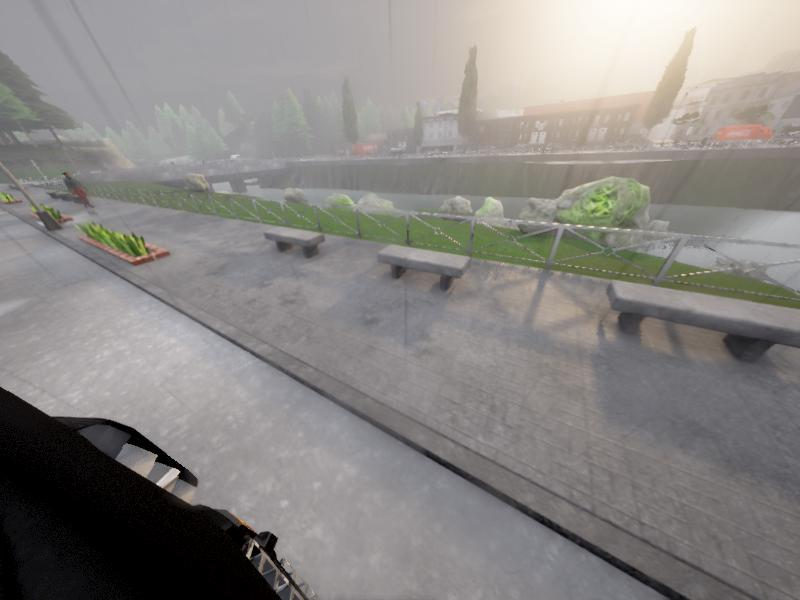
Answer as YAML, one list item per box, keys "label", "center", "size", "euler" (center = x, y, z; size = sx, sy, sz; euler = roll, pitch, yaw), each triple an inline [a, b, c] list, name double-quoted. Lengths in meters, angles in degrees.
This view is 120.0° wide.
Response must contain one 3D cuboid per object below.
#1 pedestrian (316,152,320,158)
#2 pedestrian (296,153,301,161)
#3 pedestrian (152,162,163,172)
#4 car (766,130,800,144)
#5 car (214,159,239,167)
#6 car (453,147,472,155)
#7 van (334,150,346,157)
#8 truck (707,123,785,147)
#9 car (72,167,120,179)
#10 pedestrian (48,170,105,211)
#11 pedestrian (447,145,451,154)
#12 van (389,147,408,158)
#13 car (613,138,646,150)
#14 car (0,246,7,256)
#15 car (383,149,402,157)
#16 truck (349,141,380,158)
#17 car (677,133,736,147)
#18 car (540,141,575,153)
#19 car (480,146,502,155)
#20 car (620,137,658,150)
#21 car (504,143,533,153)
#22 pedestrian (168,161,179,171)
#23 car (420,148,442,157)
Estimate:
- label: "pedestrian"
  center: [-30.787, -54.395, 86.905]
  size: [0.751, 1.860, 0.751]
  euler: [14, 37, 24]
- label: "pedestrian"
  center: [-29.848, -42.017, 67.956]
  size: [0.751, 1.860, 0.751]
  euler: [-4, 33, -2]
- label: "pedestrian"
  center: [-49.079, -26.926, 46.768]
  size: [0.751, 1.860, 0.751]
  euler: [20, 40, 31]
- label: "car"
  center: [58.110, -23.711, 33.484]
  size: [4.856, 1.649, 2.033]
  euler: [16, 38, 27]
- label: "car"
  center: [-46.889, -37.046, 62.389]
  size: [2.242, 1.667, 4.611]
  euler: [16, 38, 26]
- label: "car"
  center: [14.989, -35.674, 55.249]
  size: [3.806, 1.475, 1.970]
  euler: [16, 38, 26]
- label: "van"
  center: [-24.455, -59.815, 94.446]
  size: [2.069, 2.038, 4.480]
  euler: [16, 38, 26]
- label: "truck"
  center: [49.953, -23.866, 33.632]
  size: [5.204, 2.467, 2.627]
  euler: [16, 38, 26]
- label: "car"
  center: [-55.937, -23.522, 42.674]
  size: [2.038, 1.542, 4.974]
  euler: [16, 38, 26]
- label: "pedestrian"
  center: [-17.001, -5.776, 12.189]
  size: [0.751, 1.860, 0.751]
  euler: [8, 35, 16]
- label: "pedestrian"
  center: [13.423, -41.034, 62.914]
  size: [0.751, 1.860, 0.751]
  euler: [8, 35, 16]
- label: "van"
  center: [-0.417, -37.646, 58.995]
  size: [4.480, 2.038, 2.069]
  euler: [16, 38, 26]
- label: "car"
  center: [41.447, -28.217, 41.804]
  size: [3.806, 1.475, 1.970]
  euler: [17, 39, 28]
- label: "car"
  center: [-14.074, -1.997, 6.778]
  size: [3.633, 1.501, 1.845]
  euler: [16, 38, 26]
- label: "car"
  center: [-1.966, -40.461, 63.723]
  size: [4.856, 1.649, 2.033]
  euler: [16, 38, 26]
- label: "truck"
  center: [-10.250, -43.662, 67.247]
  size: [8.468, 3.827, 2.891]
  euler: [16, 38, 26]
- label: "car"
  center: [49.711, -26.035, 37.678]
  size: [5.238, 1.638, 1.930]
  euler: [17, 38, 27]
- label: "car"
  center: [29.925, -29.142, 44.004]
  size: [5.238, 1.638, 1.930]
  euler: [16, 38, 27]
- label: "car"
  center: [19.359, -32.006, 49.351]
  size: [3.806, 1.475, 1.970]
  euler: [16, 38, 27]
- label: "car"
  center: [40.093, -26.304, 38.910]
  size: [3.988, 1.617, 1.851]
  euler: [17, 38, 27]
- label: "car"
  center: [25.538, -32.811, 49.908]
  size: [5.238, 1.638, 1.930]
  euler: [15, 38, 26]
- label: "pedestrian"
  center: [-47.113, -27.866, 48.025]
  size: [0.751, 1.860, 0.751]
  euler: [9, 35, 18]
- label: "car"
  center: [7.903, -37.595, 58.856]
  size: [5.027, 1.651, 2.152]
  euler: [16, 38, 26]
